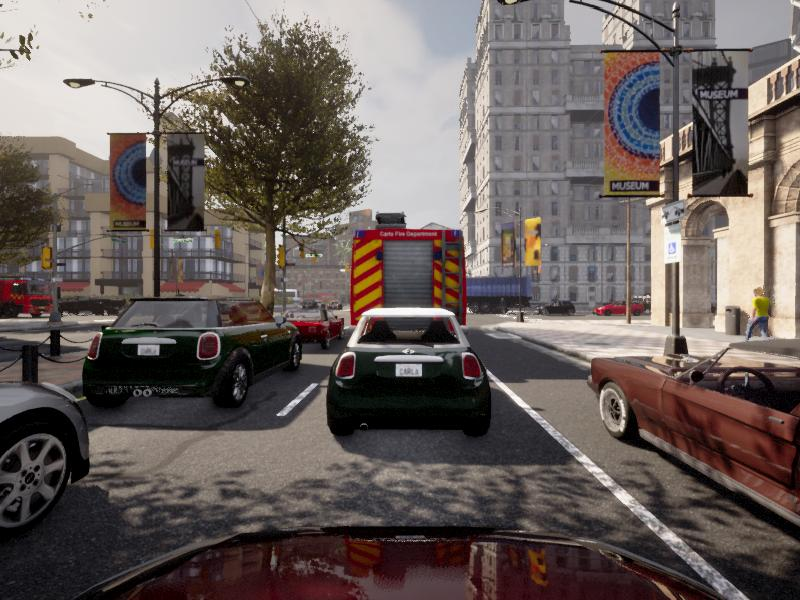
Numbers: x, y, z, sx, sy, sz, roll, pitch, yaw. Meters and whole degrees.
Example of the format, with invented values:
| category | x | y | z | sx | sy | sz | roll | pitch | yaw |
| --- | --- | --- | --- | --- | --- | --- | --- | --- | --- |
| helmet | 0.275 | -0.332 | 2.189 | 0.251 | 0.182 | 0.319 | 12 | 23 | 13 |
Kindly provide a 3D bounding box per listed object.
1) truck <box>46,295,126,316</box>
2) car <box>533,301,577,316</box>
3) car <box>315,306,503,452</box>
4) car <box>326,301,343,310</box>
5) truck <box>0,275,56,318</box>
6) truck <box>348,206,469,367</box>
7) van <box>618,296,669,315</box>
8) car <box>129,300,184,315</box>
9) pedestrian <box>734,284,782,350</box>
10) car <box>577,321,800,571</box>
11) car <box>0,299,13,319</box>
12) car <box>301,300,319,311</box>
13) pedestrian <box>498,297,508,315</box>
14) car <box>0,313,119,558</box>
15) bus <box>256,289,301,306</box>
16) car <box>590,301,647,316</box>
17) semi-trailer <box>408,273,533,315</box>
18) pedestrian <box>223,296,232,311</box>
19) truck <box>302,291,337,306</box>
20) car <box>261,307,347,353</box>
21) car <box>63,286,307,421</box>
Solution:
| category | x | y | z | sx | sy | sz | roll | pitch | yaw |
| --- | --- | --- | --- | --- | --- | --- | --- | --- | --- |
| truck | -31.632 | 0.542 | 40.488 | 6.274 | 2.098 | 2.390 | 0 | 0 | 1 |
| car | 15.373 | 0.827 | 39.827 | 3.633 | 1.501 | 1.845 | 0 | 0 | 1 |
| car | 0.119 | 0.853 | 6.110 | 1.970 | 1.475 | 3.806 | 0 | 0 | 1 |
| car | -10.261 | 0.853 | 63.188 | 1.970 | 1.475 | 3.806 | 0 | 0 | 1 |
| truck | -37.345 | -0.320 | 37.063 | 8.468 | 3.827 | 2.891 | 0 | 0 | 1 |
| truck | 0.274 | -0.321 | 13.781 | 2.891 | 3.827 | 8.468 | 0 | 0 | 1 |
| van | 26.205 | 0.599 | 43.166 | 4.442 | 1.987 | 1.775 | 0 | 0 | 1 |
| car | -26.687 | 0.778 | 43.918 | 4.856 | 1.649 | 2.033 | 0 | 0 | 1 |
| pedestrian | 10.551 | 0.485 | 11.817 | 0.751 | 1.860 | 0.751 | 0 | 0 | 2 |
| car | 3.308 | 0.938 | 3.058 | 1.895 | 1.301 | 4.718 | 0 | 0 | 1 |
| car | -36.048 | 0.771 | 33.548 | 5.238 | 1.638 | 1.930 | 0 | 0 | 0 |
| car | -13.798 | 0.815 | 61.323 | 1.789 | 1.549 | 3.705 | 0 | 0 | 1 |
| pedestrian | 10.581 | 0.638 | 41.236 | 0.751 | 1.860 | 0.751 | 0 | 0 | -13 |
| car | -3.473 | 0.853 | 1.600 | 1.970 | 1.475 | 3.806 | 0 | 0 | 1 |
| bus | -30.942 | -0.533 | 102.441 | 10.273 | 4.253 | 3.944 | 0 | 0 | 2 |
| car | 21.629 | 0.828 | 39.734 | 4.514 | 1.525 | 2.007 | 0 | 0 | 1 |
| semi-trailer | 7.837 | -0.630 | 46.437 | 14.254 | 4.402 | 2.717 | 0 | 1 | 31 |
| pedestrian | -22.069 | 0.485 | 51.224 | 0.751 | 1.860 | 0.751 | 0 | 0 | 19 |
| truck | -21.194 | -0.320 | 105.795 | 8.468 | 3.827 | 2.891 | 0 | 0 | 2 |
| car | -3.218 | 0.944 | 14.445 | 1.895 | 1.301 | 4.718 | 0 | 0 | 1 |
| car | -3.355 | 0.694 | 7.527 | 2.097 | 1.767 | 4.553 | 0 | 0 | 1 |
